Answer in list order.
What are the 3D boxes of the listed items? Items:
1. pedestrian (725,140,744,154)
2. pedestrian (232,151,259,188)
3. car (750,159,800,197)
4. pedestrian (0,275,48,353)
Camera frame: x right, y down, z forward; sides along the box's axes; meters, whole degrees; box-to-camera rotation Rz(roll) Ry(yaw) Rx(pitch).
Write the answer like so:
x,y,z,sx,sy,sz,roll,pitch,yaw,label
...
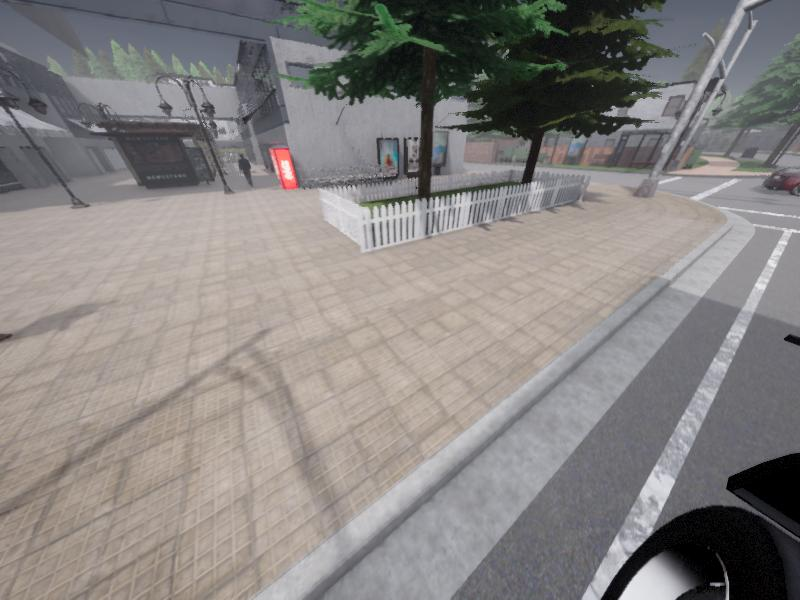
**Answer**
x,y,z,sx,sy,sz,roll,pitch,yaw,label
55.304,-25.291,38.162,0.751,1.860,0.751,8,35,14,pedestrian
-9.422,-7.952,14.102,0.751,1.860,0.751,-21,39,-27,pedestrian
20.018,-5.457,10.378,4.181,1.385,1.994,16,38,24,car
-5.505,-0.199,2.600,0.751,1.860,0.751,-24,40,-30,pedestrian
